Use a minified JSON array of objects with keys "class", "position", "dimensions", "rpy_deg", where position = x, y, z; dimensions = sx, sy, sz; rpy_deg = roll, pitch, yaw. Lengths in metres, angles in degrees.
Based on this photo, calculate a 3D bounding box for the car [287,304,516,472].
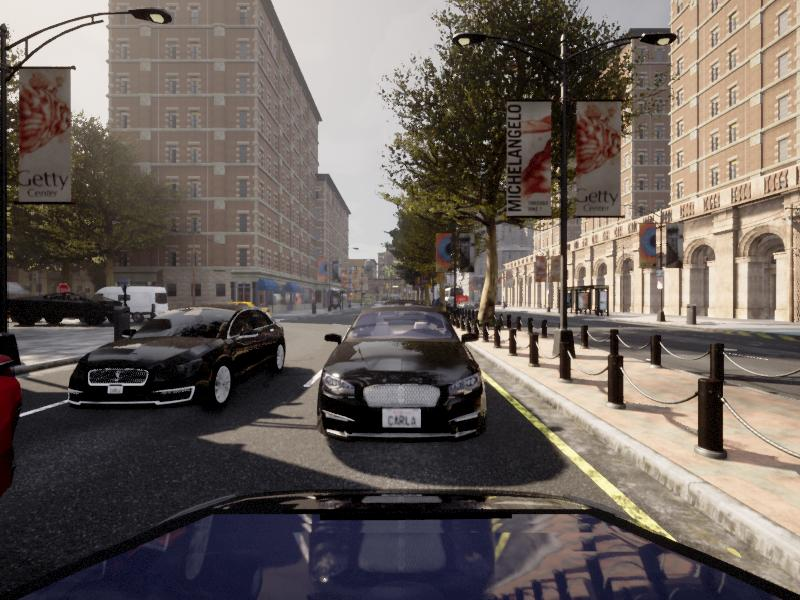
[{"class":"car","position":[0.023,0.836,6.166],"dimensions":[2.128,1.511,4.902],"rpy_deg":[0,0,0]}]

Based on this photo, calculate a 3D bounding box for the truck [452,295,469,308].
[{"class":"truck","position":[11.763,0.355,78.047],"dimensions":[2.627,2.467,5.204],"rpy_deg":[0,0,0]}]

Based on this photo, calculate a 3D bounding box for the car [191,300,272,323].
[{"class":"car","position":[-12.341,0.801,29.645],"dimensions":[5.366,1.575,1.801],"rpy_deg":[0,0,-19]}]

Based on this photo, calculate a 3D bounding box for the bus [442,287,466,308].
[{"class":"bus","position":[11.676,-0.538,88.180],"dimensions":[3.944,4.253,10.273],"rpy_deg":[0,0,0]}]

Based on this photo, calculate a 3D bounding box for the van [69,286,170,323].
[{"class":"van","position":[-20.213,0.322,29.025],"dimensions":[5.915,2.561,1.988],"rpy_deg":[0,0,-2]}]

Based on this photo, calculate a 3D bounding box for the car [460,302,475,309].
[{"class":"car","position":[11.736,0.942,70.013],"dimensions":[1.895,1.301,4.718],"rpy_deg":[0,0,0]}]

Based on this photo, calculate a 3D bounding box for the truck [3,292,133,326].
[{"class":"truck","position":[-20.892,0.542,25.433],"dimensions":[6.274,2.098,2.390],"rpy_deg":[0,0,-1]}]

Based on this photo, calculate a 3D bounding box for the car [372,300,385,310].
[{"class":"car","position":[-3.291,0.827,62.143],"dimensions":[1.845,1.501,3.633],"rpy_deg":[0,0,0]}]

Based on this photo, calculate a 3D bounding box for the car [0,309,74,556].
[{"class":"car","position":[-3.495,0.828,0.791],"dimensions":[2.007,1.525,4.514],"rpy_deg":[0,0,0]}]

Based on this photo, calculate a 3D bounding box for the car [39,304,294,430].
[{"class":"car","position":[-3.503,0.845,7.333],"dimensions":[1.837,1.490,4.892],"rpy_deg":[0,0,0]}]

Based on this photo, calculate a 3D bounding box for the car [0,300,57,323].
[{"class":"car","position":[-28.277,0.801,28.894],"dimensions":[5.366,1.575,1.801],"rpy_deg":[0,0,-1]}]

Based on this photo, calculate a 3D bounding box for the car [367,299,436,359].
[{"class":"car","position":[0.043,0.788,12.806],"dimensions":[1.851,1.617,3.988],"rpy_deg":[0,0,0]}]
